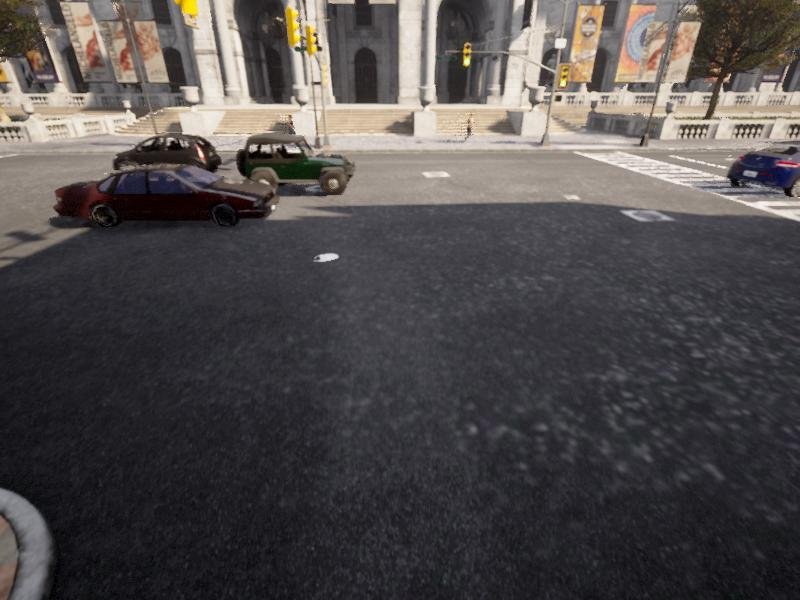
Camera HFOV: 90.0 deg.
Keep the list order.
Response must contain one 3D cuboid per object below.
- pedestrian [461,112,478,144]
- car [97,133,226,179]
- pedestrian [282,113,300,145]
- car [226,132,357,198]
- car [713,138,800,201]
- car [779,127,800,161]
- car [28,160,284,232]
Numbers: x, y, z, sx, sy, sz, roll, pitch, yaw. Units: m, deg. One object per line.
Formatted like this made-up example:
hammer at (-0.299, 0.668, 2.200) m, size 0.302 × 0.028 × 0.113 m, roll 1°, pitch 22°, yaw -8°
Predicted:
pedestrian at (4.640, -11.472, 26.673) m, size 0.751 × 1.860 × 0.751 m, roll -5°, pitch 27°, yaw -9°
car at (-9.841, -6.086, 16.830) m, size 3.988 × 1.617 × 1.851 m, roll -1°, pitch 27°, yaw -1°
pedestrian at (-7.060, -11.075, 25.920) m, size 0.751 × 1.860 × 0.751 m, roll -1°, pitch 27°, yaw -2°
car at (-3.525, -4.696, 13.789) m, size 3.866 × 1.878 × 1.905 m, roll -1°, pitch 27°, yaw -1°
car at (14.263, -4.696, 14.046) m, size 5.027 × 1.651 × 2.152 m, roll -7°, pitch 28°, yaw -13°
car at (23.307, -8.057, 20.725) m, size 4.902 × 1.511 × 2.128 m, roll -1°, pitch 27°, yaw -1°
car at (-6.131, -2.849, 10.724) m, size 5.357 × 1.411 × 2.033 m, roll -1°, pitch 27°, yaw -1°
